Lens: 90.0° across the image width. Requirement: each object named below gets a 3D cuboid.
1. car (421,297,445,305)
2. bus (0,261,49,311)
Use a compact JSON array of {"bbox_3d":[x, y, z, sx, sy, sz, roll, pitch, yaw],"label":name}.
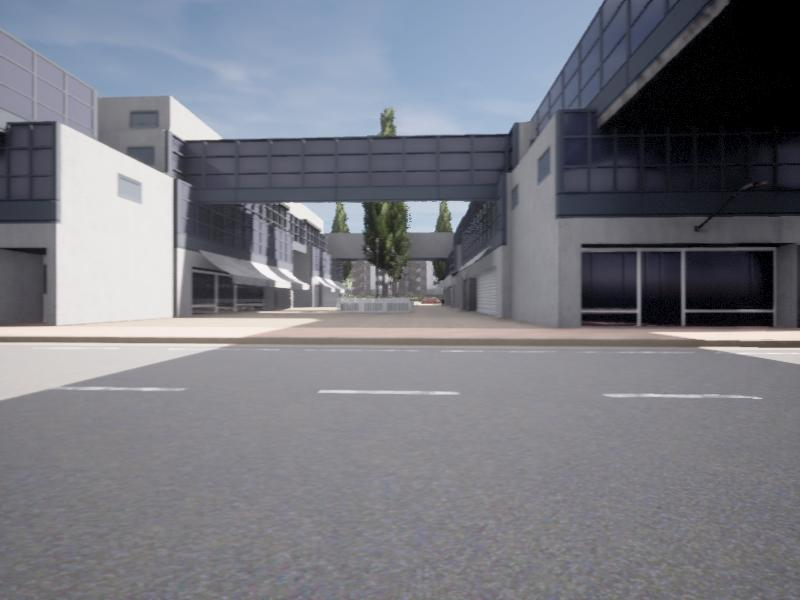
[{"bbox_3d":[6.834,0.187,83.446,4.611,1.667,2.242,0,0,21],"label":"car"},{"bbox_3d":[-35.792,-1.162,33.142,3.944,4.253,10.273,0,0,4],"label":"bus"}]
